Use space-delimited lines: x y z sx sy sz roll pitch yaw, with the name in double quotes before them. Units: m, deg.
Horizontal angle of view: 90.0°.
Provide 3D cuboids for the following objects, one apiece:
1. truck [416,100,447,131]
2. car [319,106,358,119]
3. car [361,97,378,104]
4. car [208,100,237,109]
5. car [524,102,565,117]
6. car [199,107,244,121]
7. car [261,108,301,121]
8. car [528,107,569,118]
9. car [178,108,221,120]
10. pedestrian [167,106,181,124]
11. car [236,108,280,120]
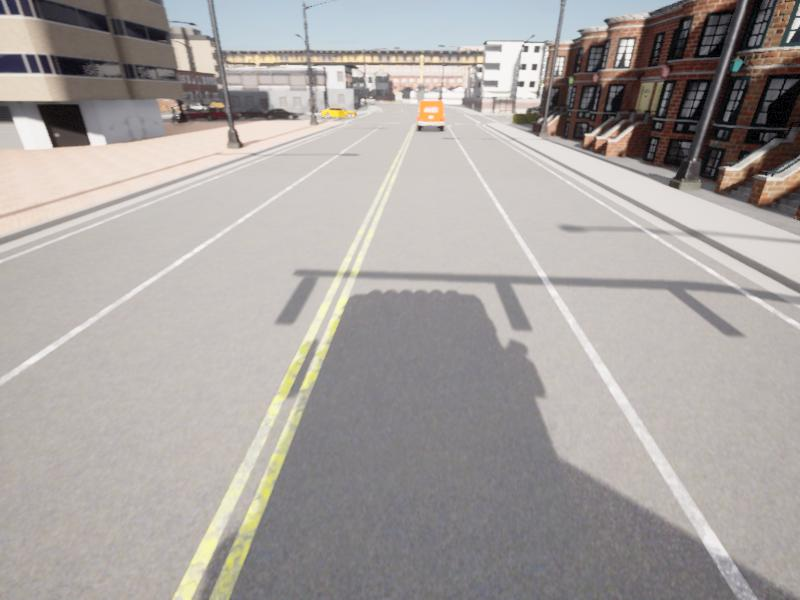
"truck" 2.968 -17.573 38.112 2.627 2.467 5.204 2 25 3
"car" -8.551 -26.304 56.145 5.008 1.535 1.882 1 27 2
"car" -7.874 -51.211 102.724 1.812 1.442 4.674 -20 34 -35
"car" -38.761 -42.675 87.382 5.027 1.636 2.152 1 27 2
"car" 22.948 -30.374 63.813 5.566 2.045 2.150 2 27 4
"car" -23.812 -24.915 53.583 4.856 1.649 2.033 0 27 2
"car" -15.851 -24.763 53.315 4.674 1.442 1.812 1 27 2
"car" 22.539 -28.498 60.870 5.357 1.411 2.033 2 27 4
"car" -28.427 -26.466 56.924 4.792 1.488 2.163 0 27 2
"pedestrian" -25.199 -20.620 44.603 0.751 1.860 0.751 0 27 -1
"car" -20.071 -26.384 56.601 5.357 1.411 2.033 1 27 2
